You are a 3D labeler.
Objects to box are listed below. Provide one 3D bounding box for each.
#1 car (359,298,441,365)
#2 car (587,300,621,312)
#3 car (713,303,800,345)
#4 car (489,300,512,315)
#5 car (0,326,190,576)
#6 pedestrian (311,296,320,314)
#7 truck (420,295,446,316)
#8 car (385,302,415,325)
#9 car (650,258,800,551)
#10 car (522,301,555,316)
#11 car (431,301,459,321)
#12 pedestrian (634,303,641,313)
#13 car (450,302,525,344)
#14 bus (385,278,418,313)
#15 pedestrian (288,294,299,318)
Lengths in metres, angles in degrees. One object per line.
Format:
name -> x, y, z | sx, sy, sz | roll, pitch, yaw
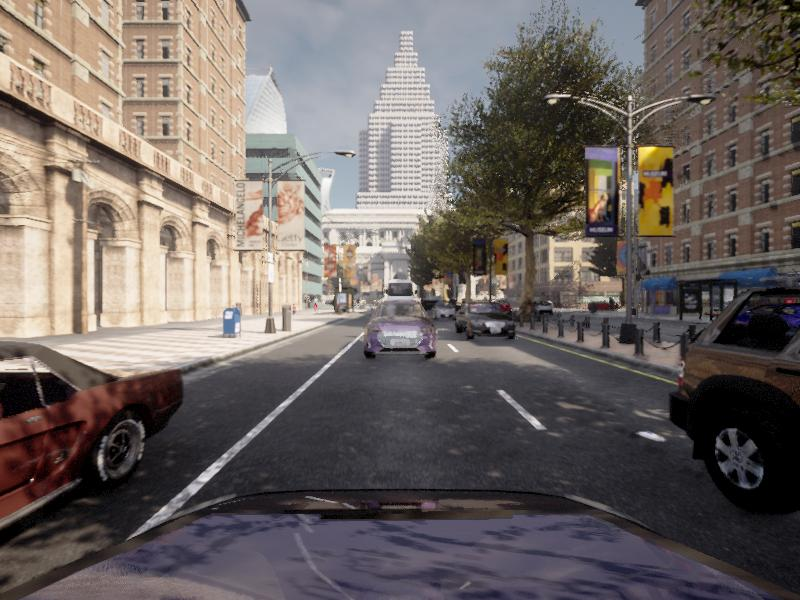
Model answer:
car -> -0.001, 0.780, 12.311 | 2.033, 1.649, 4.856 | 0, 0, 0
car -> 27.509, 0.821, 54.128 | 3.705, 1.549, 1.789 | 0, 0, -5
car -> 14.999, 0.858, 15.888 | 1.816, 1.474, 4.193 | 0, 0, 0
car -> 11.502, 0.825, 46.037 | 1.789, 1.549, 3.705 | 0, 0, 0
car -> -3.251, 0.939, 2.044 | 1.895, 1.301, 4.718 | 0, 0, 0
pedestrian -> -8.753, 0.493, 41.472 | 0.751, 1.860, 0.751 | 0, 0, 7
truck -> 3.501, 0.551, 43.837 | 2.390, 2.098, 6.274 | 0, 0, 0
car -> 0.001, 0.851, 27.618 | 1.837, 1.490, 4.892 | 0, 0, 0
car -> 3.495, 0.655, 1.735 | 1.932, 1.855, 4.605 | 0, 0, 0
car -> 15.002, 0.837, 43.460 | 2.007, 1.525, 4.514 | 0, 0, 0
car -> 3.501, 0.834, 31.736 | 1.845, 1.501, 3.633 | 0, 0, 0
pedestrian -> 25.233, 0.874, 42.508 | 0.500, 1.100, 0.500 | 0, 0, 16
car -> 3.499, 0.838, 17.108 | 2.128, 1.511, 4.902 | 0, 0, 0
bus -> 0.139, -0.523, 53.240 | 3.944, 4.253, 10.273 | 0, 0, 0
pedestrian -> -8.496, 0.492, 31.924 | 0.751, 1.860, 0.751 | 0, 0, -11
